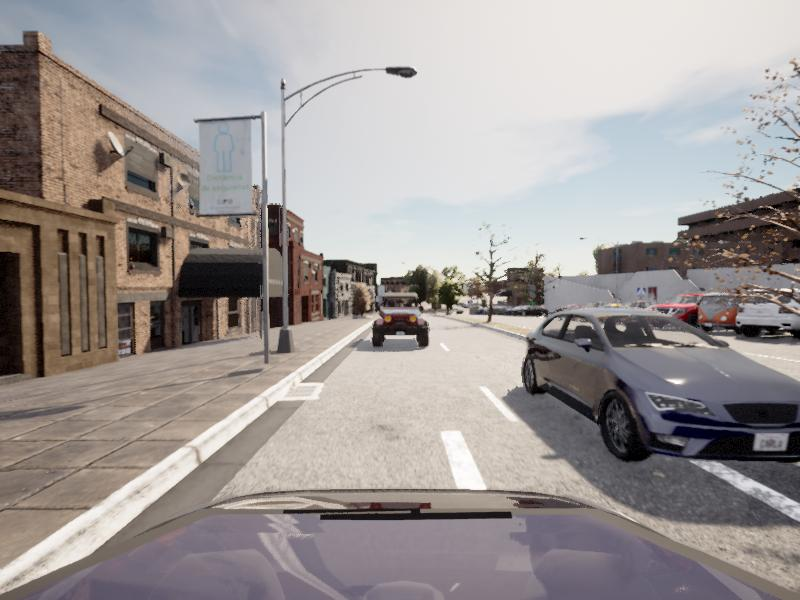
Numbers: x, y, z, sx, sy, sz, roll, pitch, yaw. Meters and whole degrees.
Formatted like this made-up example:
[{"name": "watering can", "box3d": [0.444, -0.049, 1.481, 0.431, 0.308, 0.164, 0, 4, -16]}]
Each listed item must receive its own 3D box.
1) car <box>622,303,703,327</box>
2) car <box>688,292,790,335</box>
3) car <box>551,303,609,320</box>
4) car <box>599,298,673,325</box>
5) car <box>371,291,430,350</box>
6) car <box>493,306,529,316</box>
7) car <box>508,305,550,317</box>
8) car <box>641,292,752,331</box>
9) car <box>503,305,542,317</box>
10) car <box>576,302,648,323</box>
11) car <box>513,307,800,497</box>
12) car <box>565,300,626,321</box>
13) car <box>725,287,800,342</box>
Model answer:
[{"name": "car", "box3d": [16.996, 0.957, 25.922, 4.674, 1.452, 2.002, 1, 0, -20]}, {"name": "car", "box3d": [16.878, 0.642, 19.930, 4.442, 1.987, 1.878, 1, 0, -20]}, {"name": "car", "box3d": [17.006, 1.086, 37.826, 5.008, 1.535, 2.097, 1, -1, -20]}, {"name": "car", "box3d": [17.030, 0.826, 28.909, 4.553, 1.767, 2.185, 1, -1, -20]}, {"name": "car", "box3d": [0.018, 0.662, 14.732, 1.905, 1.878, 3.866, 0, 0, 0]}, {"name": "car", "box3d": [17.090, 1.697, 61.565, 4.892, 1.521, 2.231, 1, -2, -19]}, {"name": "car", "box3d": [17.044, 1.430, 52.694, 5.008, 1.535, 2.097, 1, -2, -20]}, {"name": "car", "box3d": [16.966, 0.639, 22.932, 5.566, 2.045, 2.435, 1, 0, -20]}, {"name": "car", "box3d": [17.053, 1.516, 55.655, 5.008, 1.535, 2.097, 1, -2, -19]}, {"name": "car", "box3d": [16.831, 0.983, 31.804, 5.366, 1.575, 1.946, 1, -1, -20]}, {"name": "car", "box3d": [3.008, 0.857, 5.324, 1.816, 1.474, 4.193, 0, 0, 0]}, {"name": "car", "box3d": [17.042, 0.910, 34.860, 4.553, 1.767, 2.185, 1, -1, -20]}, {"name": "car", "box3d": [17.005, 0.602, 17.007, 5.566, 2.045, 2.435, 1, -1, -20]}]
